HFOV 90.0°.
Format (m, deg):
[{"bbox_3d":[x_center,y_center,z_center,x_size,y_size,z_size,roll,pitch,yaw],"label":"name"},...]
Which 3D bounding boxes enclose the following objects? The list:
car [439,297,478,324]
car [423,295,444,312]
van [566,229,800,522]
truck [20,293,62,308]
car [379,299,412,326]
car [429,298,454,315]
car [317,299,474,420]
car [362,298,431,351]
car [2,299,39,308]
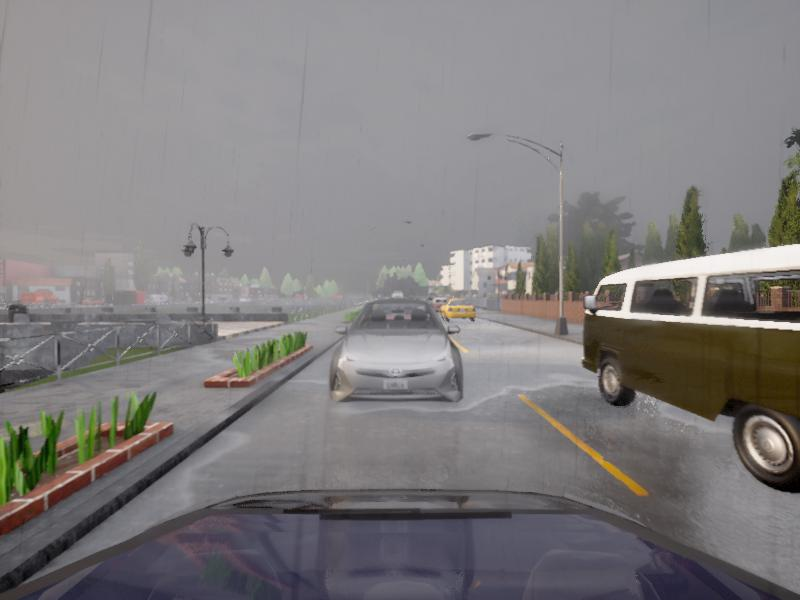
[{"bbox_3d":[3.748,0.589,26.468,1.801,1.575,5.366,0,0,0],"label":"car"},{"bbox_3d":[3.716,0.315,44.895,1.932,1.855,4.605,0,1,0],"label":"car"},{"bbox_3d":[3.829,0.511,4.535,2.069,2.038,4.480,0,0,0],"label":"van"},{"bbox_3d":[-62.107,0.058,69.320,2.627,2.467,5.204,0,0,0],"label":"truck"},{"bbox_3d":[-0.257,0.672,24.126,1.816,1.474,4.193,0,0,-1],"label":"car"},{"bbox_3d":[3.698,0.574,36.285,1.970,1.475,3.806,0,0,0],"label":"car"},{"bbox_3d":[-0.030,0.761,7.371,2.007,1.525,4.514,0,0,1],"label":"car"},{"bbox_3d":[-0.088,0.714,13.988,2.007,1.525,4.514,0,0,0],"label":"car"},{"bbox_3d":[-66.106,0.553,69.871,1.837,1.490,4.892,0,0,0],"label":"car"}]
